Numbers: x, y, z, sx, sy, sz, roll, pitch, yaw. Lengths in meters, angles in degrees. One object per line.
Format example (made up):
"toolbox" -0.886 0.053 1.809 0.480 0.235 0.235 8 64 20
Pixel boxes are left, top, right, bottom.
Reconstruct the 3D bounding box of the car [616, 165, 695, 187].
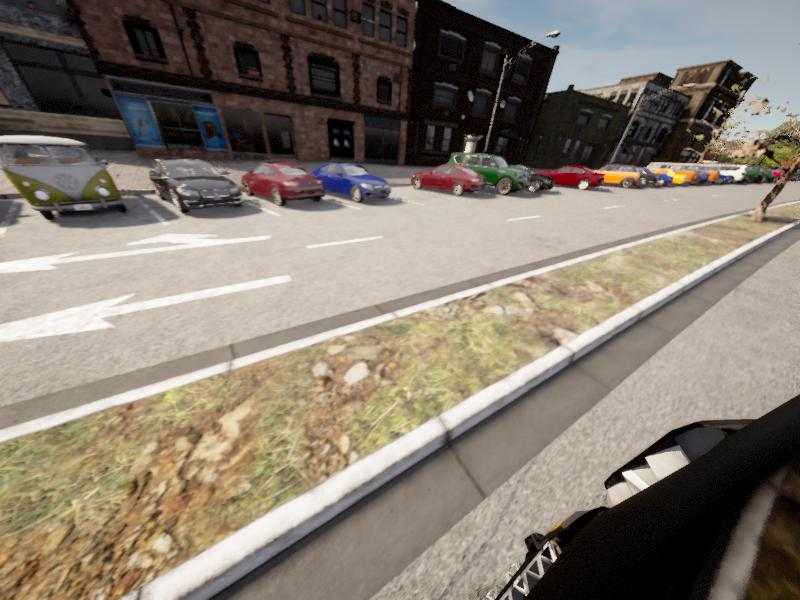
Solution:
"car" 26.906 -13.276 24.642 5.366 1.575 1.946 29 42 35

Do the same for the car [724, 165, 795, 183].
"car" 56.963 -20.157 36.877 5.566 2.045 2.435 30 41 35

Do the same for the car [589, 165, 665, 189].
"car" 21.623 -11.936 22.215 4.892 1.521 2.231 29 41 35

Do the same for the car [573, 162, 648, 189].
"car" 18.927 -11.396 20.961 4.553 1.767 2.185 28 41 34

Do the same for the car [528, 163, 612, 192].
"car" 13.514 -9.994 18.655 5.008 1.535 2.097 28 41 34

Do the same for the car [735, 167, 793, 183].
"car" 59.672 -20.654 38.064 4.553 1.767 2.185 30 42 35

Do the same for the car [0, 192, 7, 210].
"car" -12.974 -3.042 5.891 4.553 1.767 2.185 25 39 31

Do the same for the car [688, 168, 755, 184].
"car" 43.346 -16.895 31.367 5.008 1.535 2.097 30 41 35

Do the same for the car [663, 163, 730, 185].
"car" 35.293 -15.200 27.779 4.442 1.987 1.878 29 41 35

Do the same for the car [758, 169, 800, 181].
"car" 73.176 -23.709 43.889 5.366 1.575 1.946 30 42 35

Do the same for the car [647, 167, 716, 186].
"car" 32.455 -14.426 26.860 4.792 1.488 2.163 29 42 35

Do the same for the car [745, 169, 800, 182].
"car" 65.099 -21.783 40.412 5.008 1.535 2.097 30 41 35

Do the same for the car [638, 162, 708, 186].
"car" 29.854 -13.966 25.500 4.442 1.987 1.878 29 41 35

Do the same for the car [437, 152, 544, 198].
"car" 5.516 -8.173 14.833 5.566 2.045 2.435 27 40 33

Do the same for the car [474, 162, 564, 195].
"car" 8.150 -8.659 16.226 5.008 1.535 2.097 27 40 33

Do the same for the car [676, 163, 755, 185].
"car" 40.619 -16.501 30.109 5.566 2.045 2.435 29 42 35

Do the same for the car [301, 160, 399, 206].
"car" -2.474 -5.830 11.208 4.674 1.452 2.002 26 40 32

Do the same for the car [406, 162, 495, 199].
"car" 2.819 -7.241 13.746 4.674 1.452 2.002 27 40 33

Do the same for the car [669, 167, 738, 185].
"car" 37.916 -15.670 29.102 5.008 1.535 2.097 30 41 35

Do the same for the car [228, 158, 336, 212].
"car" -5.108 -5.105 9.909 4.674 1.452 2.002 26 40 32

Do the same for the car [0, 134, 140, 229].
"car" -10.249 -3.820 7.090 4.442 1.987 1.878 26 39 31

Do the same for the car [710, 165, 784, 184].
"car" 51.527 -18.933 34.613 5.566 2.045 2.435 30 41 35

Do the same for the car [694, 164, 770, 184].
"car" 46.048 -17.726 32.373 5.566 2.045 2.435 30 42 35

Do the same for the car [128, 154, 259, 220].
"car" -7.736 -4.414 8.594 4.892 1.521 2.231 26 39 32

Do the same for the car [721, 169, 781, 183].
"car" 54.233 -19.308 35.896 4.792 1.488 2.163 30 41 35

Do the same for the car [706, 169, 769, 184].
"car" 48.800 -18.083 33.630 4.792 1.488 2.163 30 41 35

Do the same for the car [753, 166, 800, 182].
"car" 70.555 -23.229 42.537 5.566 2.045 2.435 30 42 36

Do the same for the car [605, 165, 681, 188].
"car" 24.326 -12.581 23.395 5.008 1.535 2.097 29 41 35
